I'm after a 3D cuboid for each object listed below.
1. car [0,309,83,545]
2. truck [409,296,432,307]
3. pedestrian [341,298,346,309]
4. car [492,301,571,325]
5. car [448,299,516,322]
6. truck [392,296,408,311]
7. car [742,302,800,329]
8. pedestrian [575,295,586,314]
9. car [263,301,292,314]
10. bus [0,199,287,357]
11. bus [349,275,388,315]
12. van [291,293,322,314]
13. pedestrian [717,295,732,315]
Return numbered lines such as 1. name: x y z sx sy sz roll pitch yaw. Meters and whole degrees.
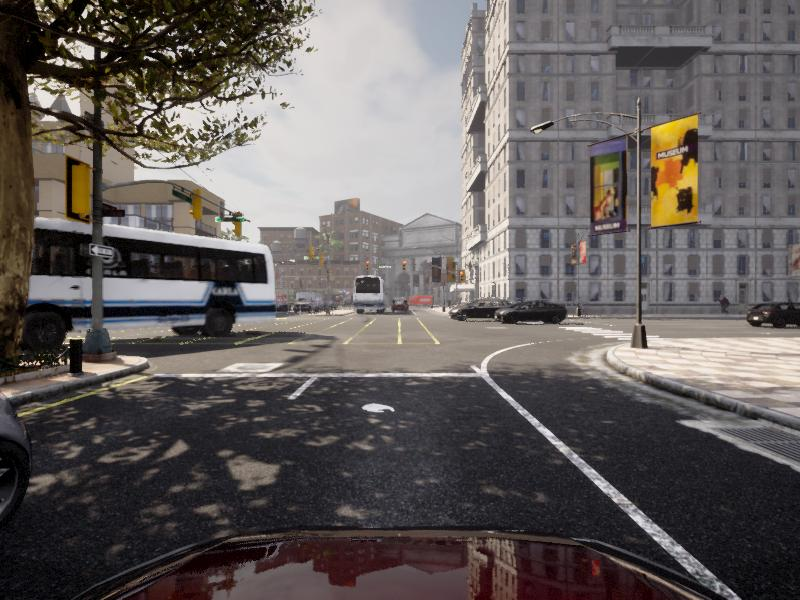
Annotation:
1. car: -3.492 0.826 1.425 1.845 1.501 3.633 0 0 0
2. truck: 4.587 0.342 91.469 5.204 2.467 2.627 0 0 0
3. pedestrian: -9.874 0.627 70.067 0.751 1.860 0.751 0 0 10
4. car: 8.577 0.825 26.419 4.514 1.525 2.007 0 0 -1
5. car: 6.013 0.751 29.925 4.611 1.667 2.242 0 0 0
6. truck: 0.000 0.534 59.649 2.390 2.098 6.274 0 0 0
7. car: 22.546 0.851 23.029 4.193 1.474 1.816 0 0 0
8. pedestrian: 17.873 0.479 39.609 0.751 1.860 0.751 0 0 0
9. car: -15.001 0.888 49.342 2.033 1.411 5.357 0 0 0
10. bus: -9.867 -0.539 15.599 3.944 4.253 10.273 -2 -1 34
11. bus: -3.622 -0.541 48.601 3.944 4.253 10.273 0 0 0
12. van: -11.502 0.371 49.802 2.351 2.431 6.366 0 0 0
13. pedestrian: 30.482 0.480 37.575 0.751 1.860 0.751 0 0 -5
